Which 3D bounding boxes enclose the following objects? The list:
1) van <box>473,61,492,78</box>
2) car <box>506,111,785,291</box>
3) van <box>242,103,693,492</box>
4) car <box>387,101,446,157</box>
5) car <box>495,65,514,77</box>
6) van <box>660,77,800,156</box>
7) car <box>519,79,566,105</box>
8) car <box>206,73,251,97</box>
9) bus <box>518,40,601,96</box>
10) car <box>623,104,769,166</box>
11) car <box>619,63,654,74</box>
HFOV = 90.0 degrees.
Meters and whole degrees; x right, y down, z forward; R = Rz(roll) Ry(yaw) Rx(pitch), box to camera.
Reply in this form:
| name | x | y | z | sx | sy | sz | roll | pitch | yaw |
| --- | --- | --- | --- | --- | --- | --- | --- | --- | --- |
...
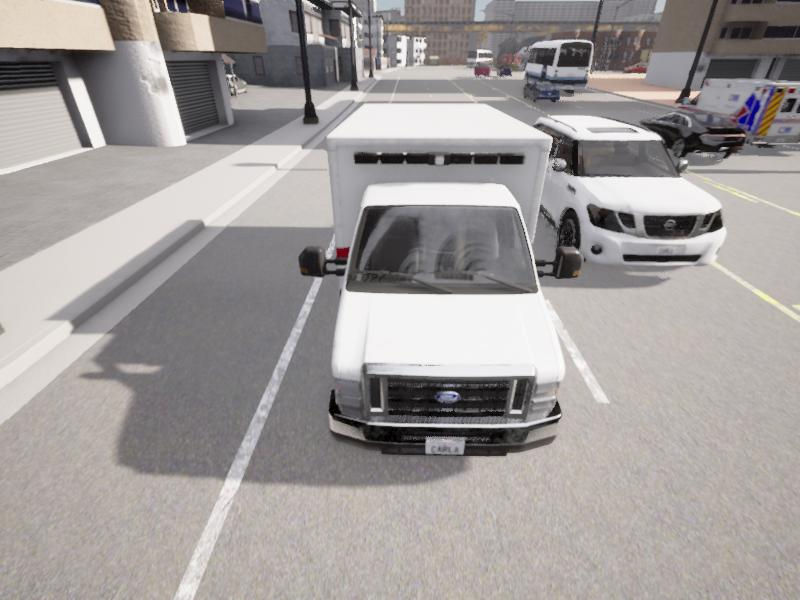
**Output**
| name | x | y | z | sx | sy | sz | roll | pitch | yaw |
| --- | --- | --- | --- | --- | --- | --- | --- | --- | --- |
| van | 12.120 | -34.036 | 59.082 | 1.775 | 1.987 | 4.442 | 1 | 32 | 1 |
| car | 3.975 | -2.436 | 8.141 | 2.150 | 2.045 | 5.566 | 0 | 30 | 1 |
| van | 0.404 | -1.081 | 5.451 | 2.351 | 2.431 | 6.366 | 1 | 30 | 1 |
| car | 0.658 | -7.342 | 16.922 | 2.128 | 1.511 | 4.902 | 1 | 31 | 1 |
| car | 15.641 | -34.370 | 60.017 | 1.845 | 1.501 | 3.633 | 1 | 32 | 1 |
| van | 14.680 | -8.226 | 17.485 | 2.351 | 2.431 | 6.366 | 1 | 31 | 1 |
| car | 11.521 | -17.101 | 32.794 | 2.033 | 1.411 | 5.357 | 1 | 32 | 1 |
| car | -14.434 | -18.260 | 33.929 | 1.970 | 1.475 | 3.806 | 1 | 32 | 1 |
| bus | 15.061 | -22.880 | 39.214 | 3.944 | 4.253 | 10.273 | 1 | 32 | 1 |
| car | 11.131 | -6.595 | 15.673 | 2.128 | 1.511 | 4.902 | 1 | 31 | 1 |
| car | 41.892 | -41.102 | 71.057 | 4.611 | 1.667 | 2.242 | 1 | 31 | 2 |
